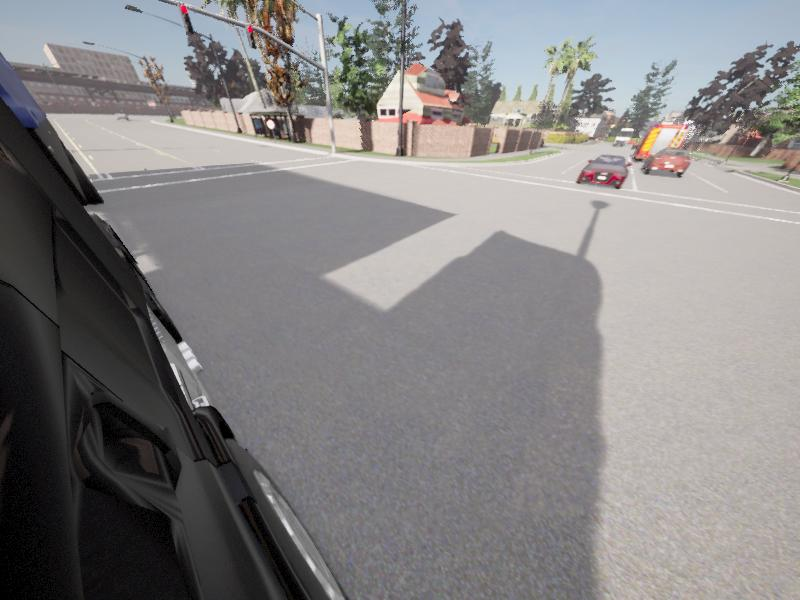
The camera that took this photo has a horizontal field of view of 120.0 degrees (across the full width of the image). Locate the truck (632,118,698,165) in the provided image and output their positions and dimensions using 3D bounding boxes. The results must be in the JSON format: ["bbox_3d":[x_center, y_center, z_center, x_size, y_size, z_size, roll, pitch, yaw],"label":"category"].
[{"bbox_3d":[29.750,-18.166,26.490,2.891,3.827,8.468,27,43,29],"label":"truck"}]

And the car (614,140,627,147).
[{"bbox_3d":[59.273,-42.076,62.065,1.801,1.575,5.366,27,43,29],"label":"car"}]

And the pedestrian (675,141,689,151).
[{"bbox_3d":[61.001,-33.353,49.979,0.751,1.860,0.751,-4,37,-9],"label":"pedestrian"}]

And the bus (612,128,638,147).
[{"bbox_3d":[68.157,-49.444,70.197,3.944,4.253,10.273,27,43,29],"label":"bus"}]

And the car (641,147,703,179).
[{"bbox_3d":[20.743,-10.771,17.922,2.152,1.651,5.027,27,43,29],"label":"car"}]

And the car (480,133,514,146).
[{"bbox_3d":[17.353,-29.036,41.630,5.027,1.636,2.152,27,43,29],"label":"car"}]

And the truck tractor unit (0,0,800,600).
[{"bbox_3d":[-2.645,-0.295,0.351,6.516,4.208,3.053,28,44,30],"label":"truck tractor unit"}]

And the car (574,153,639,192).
[{"bbox_3d":[11.445,-7.230,12.868,1.994,1.385,4.181,26,42,28],"label":"car"}]

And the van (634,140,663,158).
[{"bbox_3d":[35.146,-21.505,32.812,1.775,1.987,4.442,25,42,27],"label":"van"}]

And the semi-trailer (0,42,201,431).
[{"bbox_3d":[-8.689,-3.613,4.235,14.254,4.402,2.717,28,44,30],"label":"semi-trailer"}]
